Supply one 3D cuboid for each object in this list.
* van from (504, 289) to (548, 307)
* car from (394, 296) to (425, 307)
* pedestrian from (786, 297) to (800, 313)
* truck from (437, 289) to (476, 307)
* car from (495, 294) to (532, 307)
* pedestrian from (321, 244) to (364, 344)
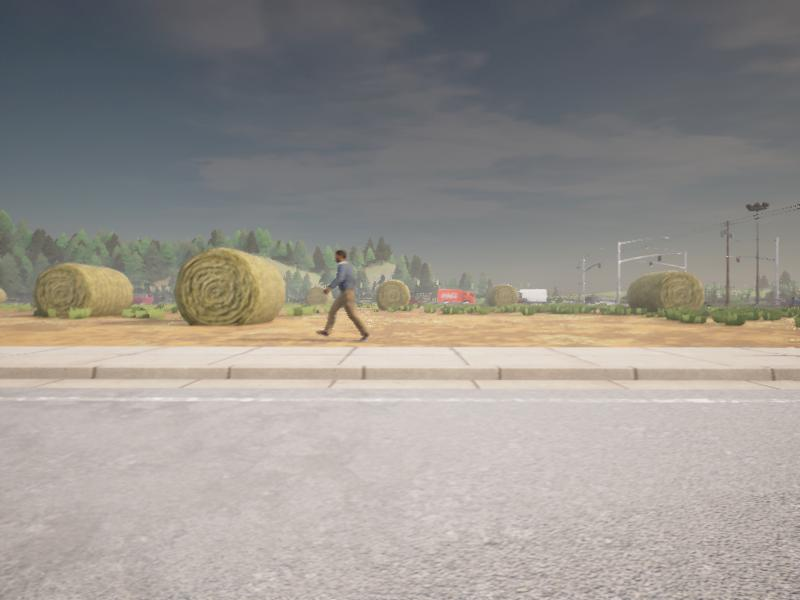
[{"bbox_3d":[18.368,-0.270,58.540,5.915,2.561,1.988,0,0,4],"label":"van"},{"bbox_3d":[1.342,0.245,56.218,4.193,1.474,1.816,0,0,4],"label":"car"},{"bbox_3d":[27.380,0.317,27.893,0.500,1.100,0.500,0,0,0],"label":"pedestrian"},{"bbox_3d":[7.771,-0.249,55.746,5.204,2.467,2.627,0,0,4],"label":"truck"},{"bbox_3d":[15.557,0.100,55.175,4.553,1.767,2.097,0,0,4],"label":"car"},{"bbox_3d":[-1.101,-0.117,7.819,0.751,1.860,0.751,0,0,-2],"label":"pedestrian"}]
